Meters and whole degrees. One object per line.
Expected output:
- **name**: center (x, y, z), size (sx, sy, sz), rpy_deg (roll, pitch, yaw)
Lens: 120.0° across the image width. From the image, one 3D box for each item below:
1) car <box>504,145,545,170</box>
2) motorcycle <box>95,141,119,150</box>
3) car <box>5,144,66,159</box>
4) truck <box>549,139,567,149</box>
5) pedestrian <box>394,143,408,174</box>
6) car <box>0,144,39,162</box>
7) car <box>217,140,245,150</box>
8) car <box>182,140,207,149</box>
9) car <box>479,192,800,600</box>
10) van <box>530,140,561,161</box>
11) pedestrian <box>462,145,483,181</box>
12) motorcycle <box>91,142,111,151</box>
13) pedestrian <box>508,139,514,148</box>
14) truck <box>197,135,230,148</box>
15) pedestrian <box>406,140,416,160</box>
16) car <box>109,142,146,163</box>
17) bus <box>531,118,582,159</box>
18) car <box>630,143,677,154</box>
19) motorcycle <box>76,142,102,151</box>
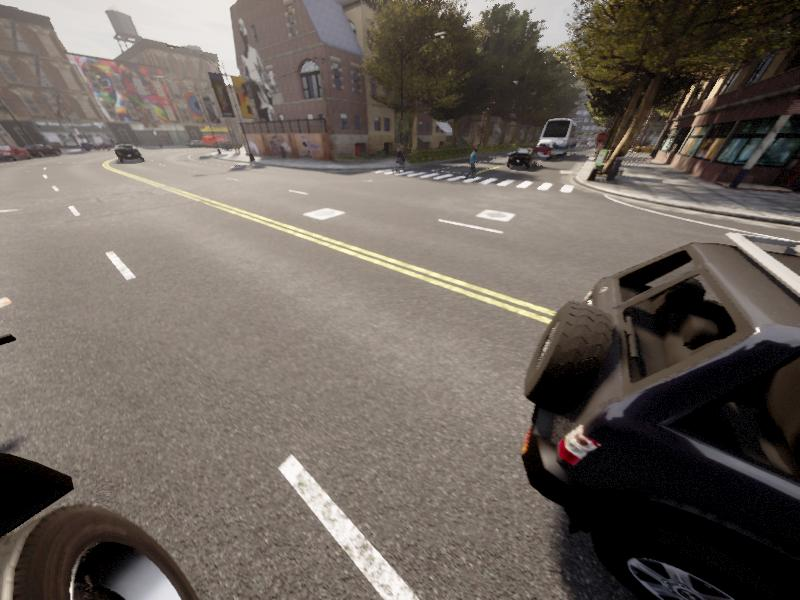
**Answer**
- **car**: center (11.602, -13.261, 21.375), size (1.930, 1.638, 5.238), rpy_deg (22, 41, 28)
- **motorcycle**: center (-52.596, -27.735, 41.555), size (2.356, 1.277, 0.764), rpy_deg (-29, 45, -35)
- **car**: center (-44.932, -18.472, 28.680), size (1.895, 1.301, 4.718), rpy_deg (-14, 38, -20)
- **truck**: center (40.003, -39.532, 58.431), size (2.390, 2.098, 6.274), rpy_deg (23, 41, 28)
- **pedestrian**: center (0.073, -10.403, 17.012), size (0.751, 1.860, 0.751), rpy_deg (23, 41, 28)
- **car**: center (-41.917, -15.716, 24.661), size (2.002, 1.452, 4.674), rpy_deg (-21, 41, -28)
- **car**: center (-37.063, -34.250, 50.914), size (2.242, 1.667, 4.611), rpy_deg (5, 35, 7)
- **car**: center (-47.249, -35.893, 53.301), size (1.970, 1.475, 3.806), rpy_deg (5, 35, 7)
- **car**: center (3.050, 1.053, 0.808), size (4.605, 1.855, 1.932), rpy_deg (23, 41, 29)
- **van**: center (18.068, -18.599, 28.636), size (2.069, 2.038, 4.480), rpy_deg (23, 40, 28)
- **pedestrian**: center (4.524, -8.561, 14.429), size (0.751, 1.860, 0.751), rpy_deg (19, 39, 24)
- **motorcycle**: center (-52.363, -26.952, 40.495), size (1.805, 1.236, 0.856), rpy_deg (-29, 45, -35)
- **pedestrian**: center (26.455, -37.233, 54.981), size (0.751, 1.860, 0.751), rpy_deg (22, 41, 28)
- **truck**: center (-43.459, -36.990, 53.944), size (2.627, 2.467, 5.204), rpy_deg (5, 35, 7)
- **pedestrian**: center (1.231, -16.682, 25.662), size (0.751, 1.860, 0.751), rpy_deg (19, 39, 24)
- **car**: center (-29.603, -16.153, 25.202), size (1.930, 1.638, 5.238), rpy_deg (-28, 44, -33)
- **bus**: center (23.047, -23.590, 33.836), size (3.944, 4.253, 10.273), rpy_deg (23, 41, 28)
- **car**: center (45.673, -27.472, 41.812), size (5.366, 1.575, 1.801), rpy_deg (22, 41, 28)
- **motorcycle**: center (-52.552, -25.968, 39.047), size (2.209, 1.251, 0.867), rpy_deg (-29, 45, -35)
